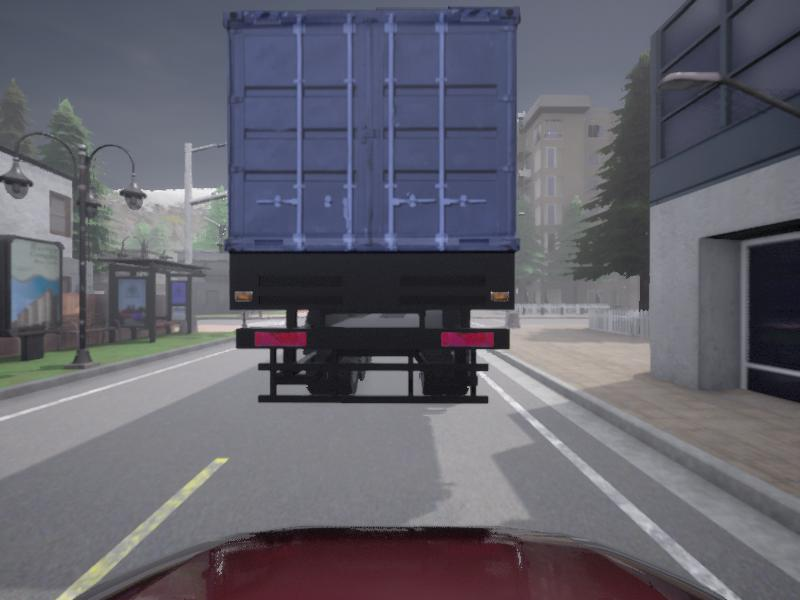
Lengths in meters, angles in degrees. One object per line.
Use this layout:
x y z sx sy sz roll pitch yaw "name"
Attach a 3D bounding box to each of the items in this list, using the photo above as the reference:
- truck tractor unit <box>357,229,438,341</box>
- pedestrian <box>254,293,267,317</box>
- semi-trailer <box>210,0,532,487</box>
0.162 -0.577 18.397 3.053 4.208 6.516 0 0 5 "truck tractor unit"
-10.922 0.376 31.367 0.751 1.860 0.751 0 0 7 "pedestrian"
-0.117 -0.649 10.491 2.717 4.402 14.254 0 0 1 "semi-trailer"
